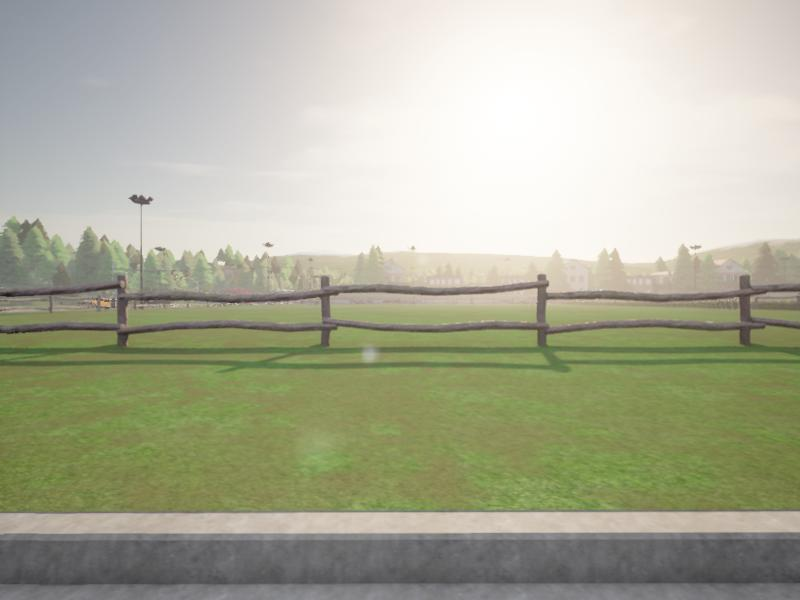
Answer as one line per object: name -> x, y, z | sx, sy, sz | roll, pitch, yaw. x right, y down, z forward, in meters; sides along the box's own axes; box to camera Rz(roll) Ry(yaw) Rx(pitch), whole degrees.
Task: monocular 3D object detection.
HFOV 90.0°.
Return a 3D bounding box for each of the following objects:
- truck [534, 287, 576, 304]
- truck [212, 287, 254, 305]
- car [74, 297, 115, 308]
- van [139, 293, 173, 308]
truck -> 35.515, -0.942, 91.862 | 8.468, 3.827, 2.891 | 0, 0, 0
truck -> -36.362, -0.788, 87.519 | 2.891, 3.827, 8.468 | 0, 0, 32
car -> -42.765, 0.351, 56.080 | 1.882, 1.535, 5.008 | 0, 0, 1
van -> -35.719, 0.082, 58.696 | 2.069, 2.038, 4.480 | 0, 0, 1
